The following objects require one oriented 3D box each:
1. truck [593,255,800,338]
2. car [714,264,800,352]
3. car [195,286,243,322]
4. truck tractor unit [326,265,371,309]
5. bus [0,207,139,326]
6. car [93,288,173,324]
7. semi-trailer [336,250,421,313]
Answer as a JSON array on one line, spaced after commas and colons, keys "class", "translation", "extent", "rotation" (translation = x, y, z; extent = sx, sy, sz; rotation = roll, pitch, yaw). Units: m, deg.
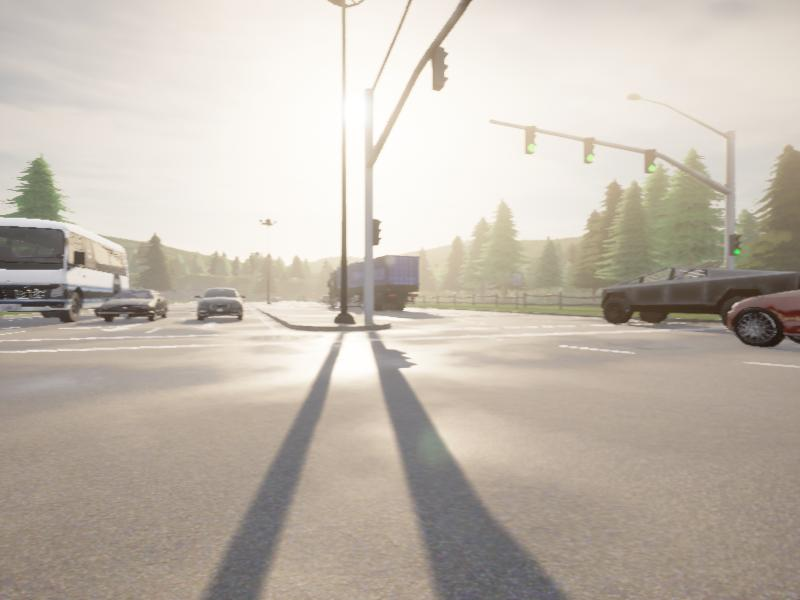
[{"class": "truck", "translation": [9.966, -0.103, 13.482], "extent": [2.390, 2.098, 6.274], "rotation": [0, 0, -22]}, {"class": "car", "translation": [8.873, 0.158, 6.898], "extent": [2.152, 1.651, 5.027], "rotation": [0, 0, -22]}, {"class": "car", "translation": [-8.571, 0.170, 19.204], "extent": [1.837, 1.490, 4.892], "rotation": [0, 0, -22]}, {"class": "truck tractor unit", "translation": [-5.596, -1.276, 42.367], "extent": [3.053, 4.208, 6.516], "rotation": [0, 0, -22]}, {"class": "bus", "translation": [-15.982, -1.212, 19.153], "extent": [3.944, 4.253, 10.273], "rotation": [0, 0, -22]}, {"class": "car", "translation": [-12.071, 0.221, 18.512], "extent": [2.033, 1.411, 5.357], "rotation": [0, 0, -22]}, {"class": "semi-trailer", "translation": [-2.513, -1.346, 35.073], "extent": [2.717, 4.402, 14.254], "rotation": [0, 0, -23]}]
